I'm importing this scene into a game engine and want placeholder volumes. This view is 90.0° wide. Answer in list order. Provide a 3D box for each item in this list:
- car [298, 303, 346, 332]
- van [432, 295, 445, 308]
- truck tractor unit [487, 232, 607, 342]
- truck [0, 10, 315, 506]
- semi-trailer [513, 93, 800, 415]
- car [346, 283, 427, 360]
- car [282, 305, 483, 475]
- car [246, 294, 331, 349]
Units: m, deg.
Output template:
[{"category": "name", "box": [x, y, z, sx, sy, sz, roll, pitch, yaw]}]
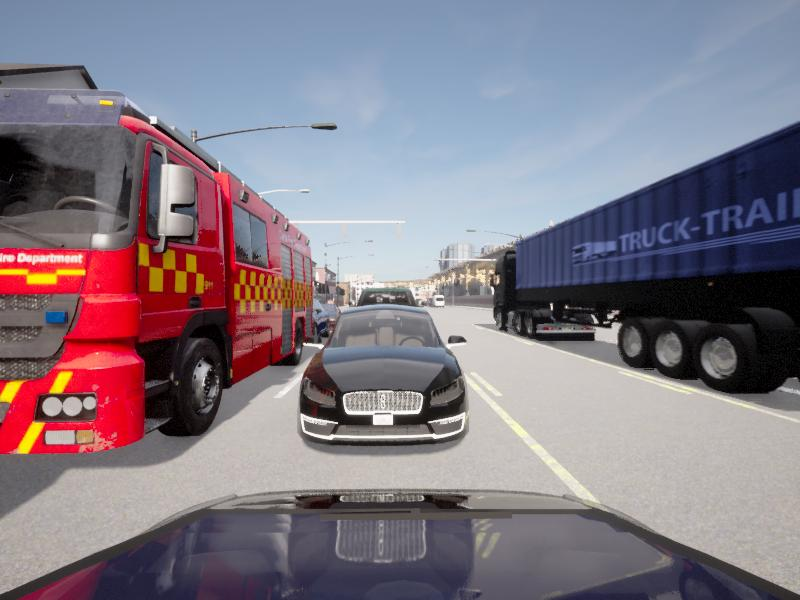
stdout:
[{"category": "car", "box": [-4.249, 0.897, 22.560, 2.033, 1.411, 5.357, 0, 0, -4]}, {"category": "van", "box": [7.935, 0.321, 83.728, 1.988, 2.561, 5.915, 0, 0, -2]}, {"category": "truck tractor unit", "box": [6.397, -0.516, 18.703, 3.053, 4.208, 6.516, 0, 0, -2]}, {"category": "truck", "box": [-3.763, -0.320, 7.296, 2.891, 3.827, 8.468, 0, 0, -2]}, {"category": "semi-trailer", "box": [6.649, -0.618, 10.792, 2.717, 4.402, 14.254, 0, 0, -2]}, {"category": "car", "box": [-0.444, 0.568, 13.466, 2.150, 2.045, 5.566, 0, 0, -2]}, {"category": "car", "box": [-0.220, 0.845, 6.104, 1.837, 1.490, 4.892, 0, 0, -2]}, {"category": "car", "box": [-3.999, 0.694, 15.235, 2.097, 1.767, 4.553, 0, 0, -2]}]
